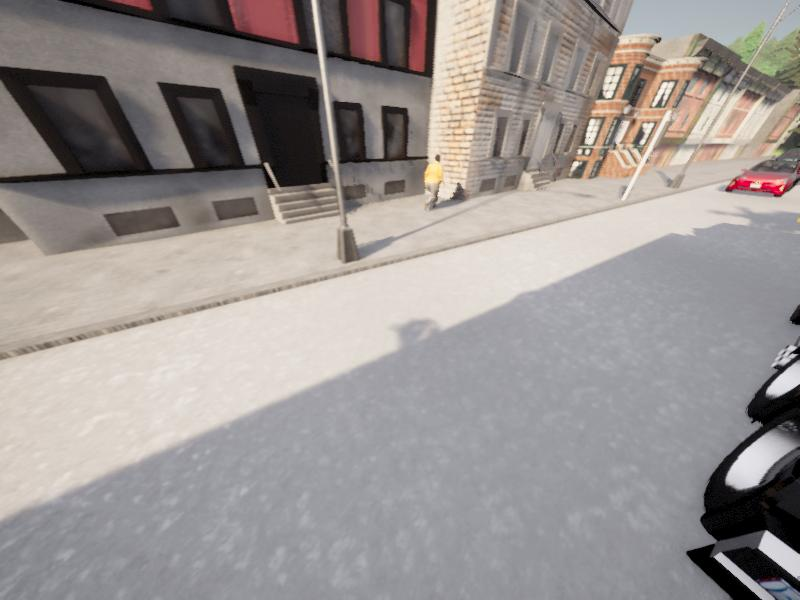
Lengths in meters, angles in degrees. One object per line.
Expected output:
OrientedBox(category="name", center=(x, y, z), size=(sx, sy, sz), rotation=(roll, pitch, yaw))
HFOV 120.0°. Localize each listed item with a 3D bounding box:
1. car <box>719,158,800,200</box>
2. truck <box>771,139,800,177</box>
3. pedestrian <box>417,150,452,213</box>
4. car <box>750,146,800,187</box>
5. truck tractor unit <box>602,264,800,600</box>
OrientedBox(category="car", center=(19.810, -6.608, 12.365), size=(4.514, 1.525, 2.007), rotation=(-18, 39, -24))
OrientedBox(category="truck", center=(34.299, -11.692, 18.987), size=(5.204, 2.467, 2.627), rotation=(-18, 39, -24))
OrientedBox(category="pedestrian", center=(1.185, -4.163, 8.156), size=(0.751, 1.860, 0.751), rotation=(-26, 43, -32))
OrientedBox(category="car", center=(26.908, -9.133, 15.608), size=(5.566, 2.045, 2.150), rotation=(-18, 39, -25))
OrientedBox(category="truck tractor unit", center=(5.112, -0.299, 0.788), size=(6.516, 4.208, 3.053), rotation=(-18, 39, -24))
